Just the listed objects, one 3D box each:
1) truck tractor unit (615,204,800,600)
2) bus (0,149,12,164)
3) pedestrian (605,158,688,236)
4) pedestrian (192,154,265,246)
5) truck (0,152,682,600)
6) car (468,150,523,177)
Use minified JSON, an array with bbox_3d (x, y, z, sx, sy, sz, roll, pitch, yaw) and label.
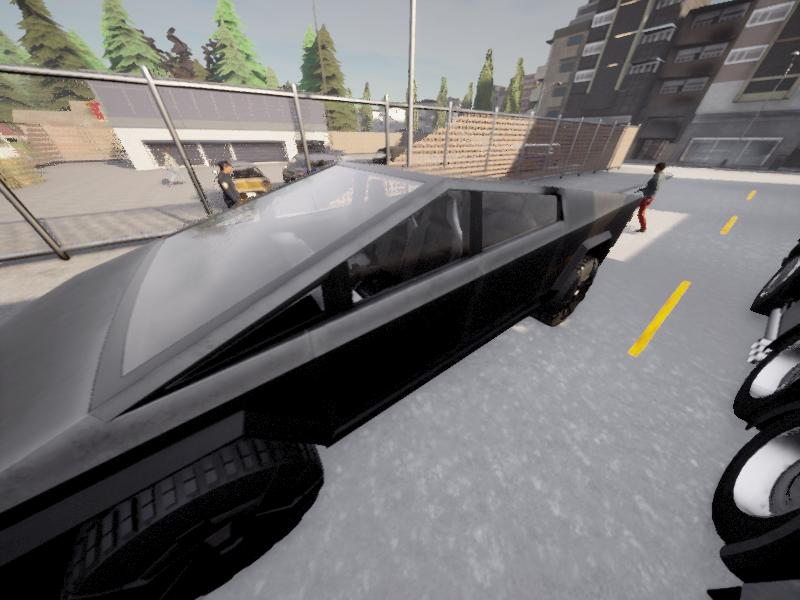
[{"bbox_3d":[5.002,-0.398,0.913,6.516,4.208,3.053,-23,41,-29],"label":"truck tractor unit"},{"bbox_3d":[-45.979,-15.718,22.489,10.273,4.253,3.944,9,36,13],"label":"bus"},{"bbox_3d":[6.878,-2.901,6.545,0.751,1.860,0.751,-22,41,-28],"label":"pedestrian"},{"bbox_3d":[-4.006,-2.389,5.546,0.751,1.860,0.751,-18,39,-24],"label":"pedestrian"},{"bbox_3d":[0.198,-0.394,2.729,6.274,2.098,2.390,-22,41,-29],"label":"truck"},{"bbox_3d":[7.322,-10.561,17.735,3.705,1.547,1.789,-22,41,-29],"label":"car"}]
